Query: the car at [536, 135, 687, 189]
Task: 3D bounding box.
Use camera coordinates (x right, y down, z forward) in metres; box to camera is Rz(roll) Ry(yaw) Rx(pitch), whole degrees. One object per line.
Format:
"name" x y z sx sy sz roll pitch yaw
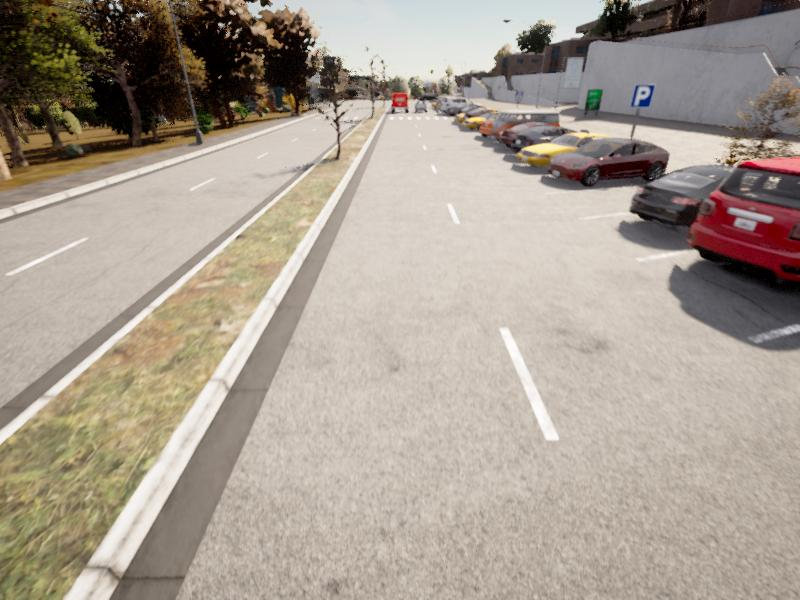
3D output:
"car" 8.042 -5.405 15.400 4.792 1.488 2.163 -9 29 -18

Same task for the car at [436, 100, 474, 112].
"car" 8.245 -29.245 60.251 5.366 1.575 1.946 -9 29 -18

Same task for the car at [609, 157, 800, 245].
"car" 8.065 -2.644 10.122 4.674 1.452 2.002 -9 29 -18

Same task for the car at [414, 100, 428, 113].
"car" 3.003 -28.272 58.380 1.845 1.501 3.633 0 28 0

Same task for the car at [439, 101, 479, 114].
"car" 8.077 -26.429 54.916 5.008 1.535 2.097 -9 30 -18

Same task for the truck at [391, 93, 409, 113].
"truck" 0.002 -28.854 58.488 2.627 2.467 5.204 0 28 0

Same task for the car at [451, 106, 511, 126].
"car" 7.898 -18.007 39.058 5.366 1.575 1.946 -9 30 -18

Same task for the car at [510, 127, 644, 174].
"car" 7.897 -6.794 17.977 5.366 1.575 1.946 -9 29 -18

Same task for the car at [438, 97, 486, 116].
"car" 8.101 -25.265 52.177 5.566 2.045 2.435 -9 29 -18

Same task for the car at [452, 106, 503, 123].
"car" 8.066 -19.402 41.769 4.674 1.452 2.002 -9 29 -18

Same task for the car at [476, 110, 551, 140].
"car" 8.043 -12.512 28.529 4.553 1.767 2.185 -9 29 -18

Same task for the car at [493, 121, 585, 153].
"car" 8.064 -9.571 23.343 4.674 1.452 2.002 -9 29 -18

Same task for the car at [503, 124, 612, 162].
"car" 8.096 -8.189 20.711 4.792 1.488 2.163 -9 29 -18

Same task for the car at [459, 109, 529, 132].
"car" 7.897 -15.191 33.798 5.366 1.575 1.946 -9 30 -18

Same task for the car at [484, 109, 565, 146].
"car" 7.965 -11.178 25.810 4.442 1.987 1.878 -9 30 -18

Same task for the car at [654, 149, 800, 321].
"car" 8.099 -1.533 7.351 5.566 2.045 2.435 -9 29 -18

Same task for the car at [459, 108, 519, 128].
"car" 8.097 -16.605 36.514 4.792 1.488 2.163 -9 29 -18

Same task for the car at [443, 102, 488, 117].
"car" 8.081 -23.635 49.644 4.892 1.521 2.231 -9 30 -18

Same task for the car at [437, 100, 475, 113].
"car" 8.065 -27.821 57.556 4.892 1.521 2.231 -9 29 -18

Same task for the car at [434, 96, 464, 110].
"car" 7.966 -32.174 65.327 4.442 1.987 1.878 -9 30 -18
